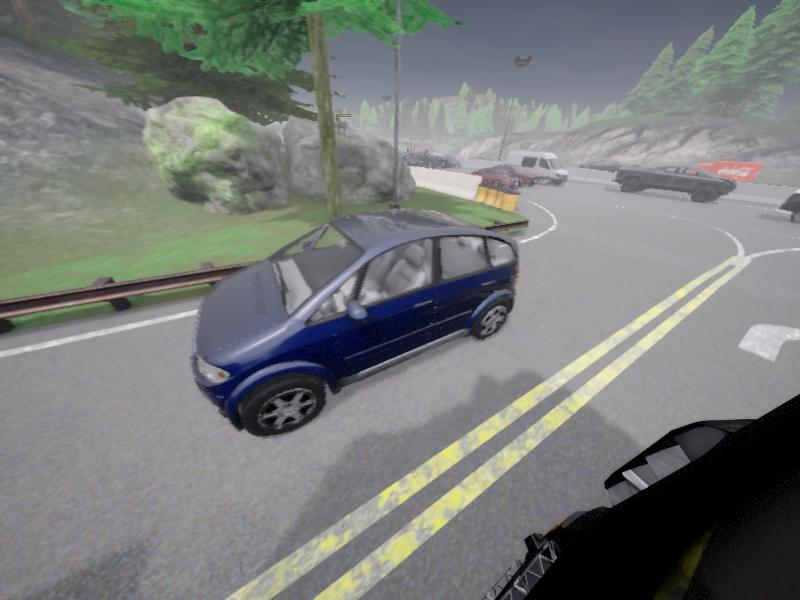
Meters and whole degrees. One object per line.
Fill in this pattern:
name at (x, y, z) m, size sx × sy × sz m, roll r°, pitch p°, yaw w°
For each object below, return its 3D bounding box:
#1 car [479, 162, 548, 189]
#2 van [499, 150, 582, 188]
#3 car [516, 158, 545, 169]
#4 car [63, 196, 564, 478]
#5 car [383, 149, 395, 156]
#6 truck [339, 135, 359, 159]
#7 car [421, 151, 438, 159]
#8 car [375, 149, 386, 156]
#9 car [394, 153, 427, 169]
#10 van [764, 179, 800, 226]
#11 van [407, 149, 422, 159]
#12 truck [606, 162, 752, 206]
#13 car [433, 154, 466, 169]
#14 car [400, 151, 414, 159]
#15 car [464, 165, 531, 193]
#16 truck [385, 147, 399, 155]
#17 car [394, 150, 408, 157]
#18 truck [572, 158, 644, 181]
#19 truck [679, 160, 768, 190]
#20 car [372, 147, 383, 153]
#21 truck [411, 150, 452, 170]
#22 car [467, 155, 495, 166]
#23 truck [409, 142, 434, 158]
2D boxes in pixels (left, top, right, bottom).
car at (9.640, -10.957, 20.157) m, size 1.882 × 1.535 × 5.008 m, roll -16°, pitch 38°, yaw -26°
van at (12.638, -12.287, 21.473) m, size 1.988 × 2.561 × 5.915 m, roll -16°, pitch 38°, yaw -26°
car at (25.094, -26.350, 44.555) m, size 1.816 × 1.474 × 4.193 m, roll -16°, pitch 38°, yaw -26°
car at (-0.249, -0.178, 2.810) m, size 3.705 × 1.549 × 1.789 m, roll -16°, pitch 38°, yaw -26°
car at (-3.480, -46.474, 72.729) m, size 1.851 × 1.617 × 3.988 m, roll -16°, pitch 38°, yaw -26°
truck at (-11.048, -33.016, 49.869) m, size 2.891 × 3.827 × 8.468 m, roll -8°, pitch 35°, yaw -15°
car at (7.968, -39.197, 62.558) m, size 2.033 × 1.649 × 4.856 m, roll -16°, pitch 38°, yaw -26°
car at (-5.997, -45.051, 70.519) m, size 1.816 × 1.474 × 4.193 m, roll -16°, pitch 38°, yaw -26°
car at (1.298, -19.086, 31.697) m, size 2.242 × 1.667 × 4.611 m, roll -16°, pitch 38°, yaw -26°
van at (20.838, -4.136, 10.224) m, size 2.069 × 2.038 × 4.480 m, roll -16°, pitch 38°, yaw -26°
van at (3.916, -39.476, 62.363) m, size 1.775 × 1.987 × 4.442 m, roll -16°, pitch 38°, yaw -26°
truck at (19.986, -8.783, 17.117) m, size 2.390 × 2.098 × 6.274 m, roll -16°, pitch 38°, yaw -26°
car at (7.306, -20.870, 34.823) m, size 2.242 × 1.667 × 4.611 m, roll -16°, pitch 38°, yaw -26°
car at (1.769, -37.537, 59.744) m, size 1.970 × 1.475 × 3.806 m, roll -16°, pitch 38°, yaw -26°
car at (7.293, -9.357, 17.727) m, size 1.994 × 1.385 × 4.181 m, roll -16°, pitch 38°, yaw -26°
truck at (-2.848, -53.668, 83.179) m, size 2.390 × 2.098 × 6.274 m, roll -16°, pitch 38°, yaw -26°
car at (0.335, -46.484, 73.213) m, size 2.033 × 1.411 × 5.357 m, roll -16°, pitch 38°, yaw -26°
truck at (27.040, -17.255, 30.406) m, size 2.390 × 2.098 × 6.274 m, roll -15°, pitch 37°, yaw -25°
truck at (37.517, -14.761, 27.074) m, size 2.627 × 2.467 × 5.204 m, roll -16°, pitch 38°, yaw -26°
car at (-8.810, -59.411, 91.470) m, size 2.150 × 2.045 × 5.566 m, roll -16°, pitch 38°, yaw -26°
truck at (4.314, -20.153, 33.136) m, size 2.390 × 2.098 × 6.274 m, roll -16°, pitch 38°, yaw -26°
car at (15.938, -27.646, 45.791) m, size 1.882 × 1.535 × 5.008 m, roll -16°, pitch 38°, yaw -26°
truck at (6.266, -45.605, 70.114) m, size 2.891 × 3.827 × 8.468 m, roll -16°, pitch 38°, yaw -26°
